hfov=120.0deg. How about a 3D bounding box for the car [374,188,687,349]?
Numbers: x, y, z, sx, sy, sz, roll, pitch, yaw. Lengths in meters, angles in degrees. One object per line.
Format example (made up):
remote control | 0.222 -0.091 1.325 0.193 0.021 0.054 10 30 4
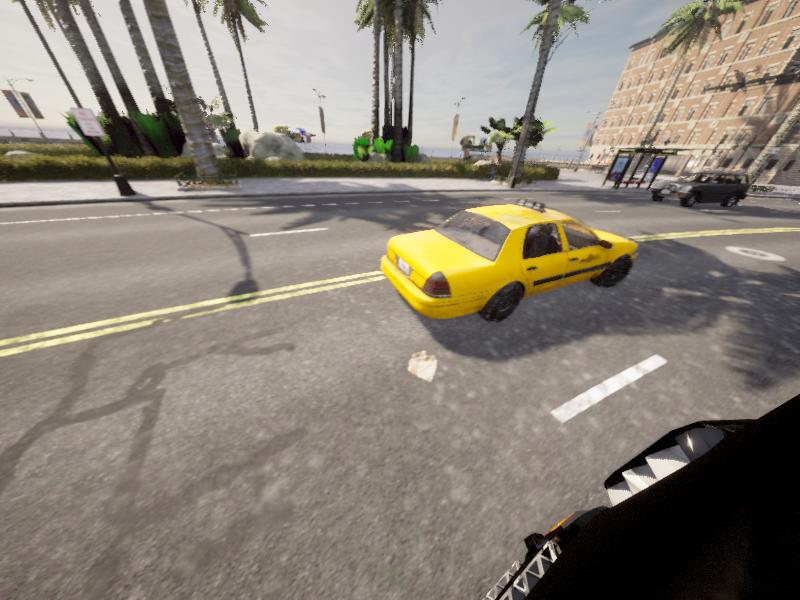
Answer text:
car | 2.372 -1.024 4.286 5.366 1.575 1.801 -13 37 -22

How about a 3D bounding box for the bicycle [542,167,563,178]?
bicycle | 16.436 -13.751 24.917 1.643 1.024 0.373 1 33 -2

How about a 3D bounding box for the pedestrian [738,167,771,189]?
pedestrian | 35.561 -12.217 23.206 0.751 1.860 0.751 -2 34 -8

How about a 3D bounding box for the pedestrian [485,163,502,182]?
pedestrian | 7.777 -10.624 19.202 0.751 1.300 0.751 -3 34 -10

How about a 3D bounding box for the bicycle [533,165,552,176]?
bicycle | 16.401 -14.859 26.596 1.643 1.024 0.373 1 33 -2

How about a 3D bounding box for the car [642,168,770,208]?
car | 17.892 -6.648 13.714 4.605 1.855 1.932 -3 34 -7
